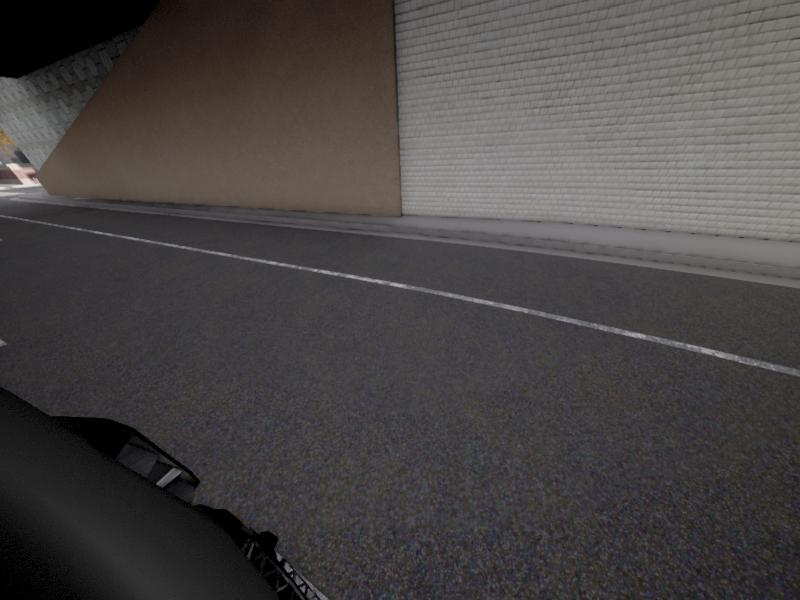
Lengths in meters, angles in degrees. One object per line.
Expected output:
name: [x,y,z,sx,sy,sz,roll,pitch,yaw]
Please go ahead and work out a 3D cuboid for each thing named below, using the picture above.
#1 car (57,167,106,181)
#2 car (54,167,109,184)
car: [-42.209,-16.810,30.778,1.853,1.218,4.536,-15,35,-17]
car: [-42.182,-16.653,30.825,2.038,1.542,4.974,-15,35,-17]
